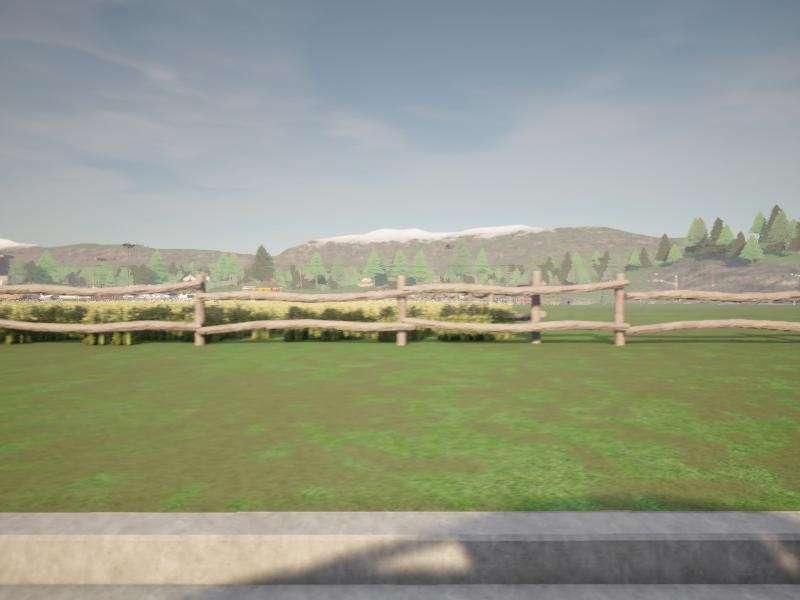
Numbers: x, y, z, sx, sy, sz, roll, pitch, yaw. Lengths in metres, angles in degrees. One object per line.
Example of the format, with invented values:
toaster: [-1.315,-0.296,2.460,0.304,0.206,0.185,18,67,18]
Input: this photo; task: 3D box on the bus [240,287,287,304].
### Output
bus: [-33.535,-1.088,98.836,10.273,4.253,3.944,0,0,0]

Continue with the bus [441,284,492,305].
bus: [13.964,-1.158,85.056,10.273,4.253,3.944,0,0,0]

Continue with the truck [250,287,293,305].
truck: [-28.289,-0.881,88.234,8.468,3.827,2.891,0,0,0]

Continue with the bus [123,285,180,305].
bus: [-54.688,-1.056,88.237,10.273,4.253,3.944,0,0,0]
